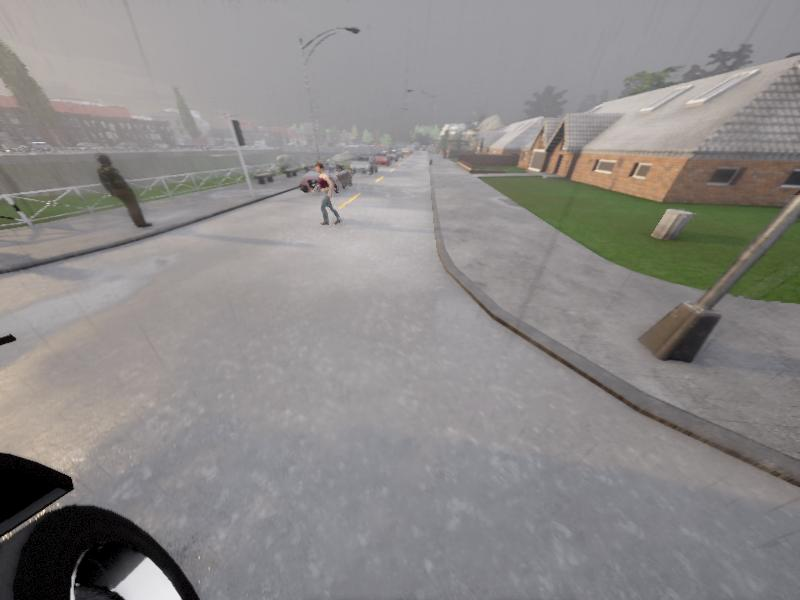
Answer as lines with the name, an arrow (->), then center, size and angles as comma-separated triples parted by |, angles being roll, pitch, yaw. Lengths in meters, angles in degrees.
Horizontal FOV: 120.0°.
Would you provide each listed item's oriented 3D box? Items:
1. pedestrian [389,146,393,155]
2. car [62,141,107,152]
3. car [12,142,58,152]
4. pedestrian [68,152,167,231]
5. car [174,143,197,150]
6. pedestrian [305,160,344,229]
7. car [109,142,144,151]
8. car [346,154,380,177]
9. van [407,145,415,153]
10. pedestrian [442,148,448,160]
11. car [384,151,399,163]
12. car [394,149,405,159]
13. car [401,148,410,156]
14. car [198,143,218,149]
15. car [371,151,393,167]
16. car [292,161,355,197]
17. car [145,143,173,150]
pedestrian -> -2.299, -38.152, 58.957 | 0.751, 1.860, 0.751 | 8, 34, 9
car -> -65.862, -32.174, 48.400 | 1.930, 1.638, 5.238 | 4, 34, 4
car -> -66.612, -27.943, 42.251 | 1.970, 1.475, 3.806 | 4, 34, 4
pedestrian -> -7.670, -2.979, 6.414 | 0.751, 1.860, 0.751 | 2, 34, 1
car -> -63.454, -45.503, 68.405 | 1.882, 1.535, 5.008 | 4, 34, 4
pedestrian -> -2.354, -3.313, 7.302 | 0.751, 1.860, 0.751 | -14, 37, -21
car -> -65.056, -36.651, 55.083 | 2.033, 1.649, 4.856 | 4, 34, 4
car -> -3.257, -12.462, 21.230 | 2.007, 1.525, 4.514 | 4, 34, 4
van -> 3.837, -52.034, 79.526 | 2.351, 2.431, 6.366 | 4, 34, 4
pedestrian -> 8.529, -27.742, 43.821 | 0.751, 1.860, 0.751 | 0, 34, -2
car -> -1.305, -23.228, 37.359 | 1.816, 1.474, 4.193 | 4, 34, 4
car -> -0.124, -29.796, 47.119 | 1.845, 1.501, 3.633 | 4, 34, 4
car -> 1.389, -38.152, 59.597 | 1.882, 1.535, 5.008 | 4, 34, 4
car -> -62.611, -50.215, 75.352 | 1.930, 1.638, 5.238 | 4, 34, 4
car -> -2.225, -18.171, 29.759 | 2.007, 1.525, 4.514 | 4, 34, 4
car -> -4.197, -7.204, 13.516 | 1.994, 1.385, 4.181 | 4, 34, 4
car -> -64.262, -41.039, 61.688 | 2.038, 1.542, 4.974 | 4, 34, 4
